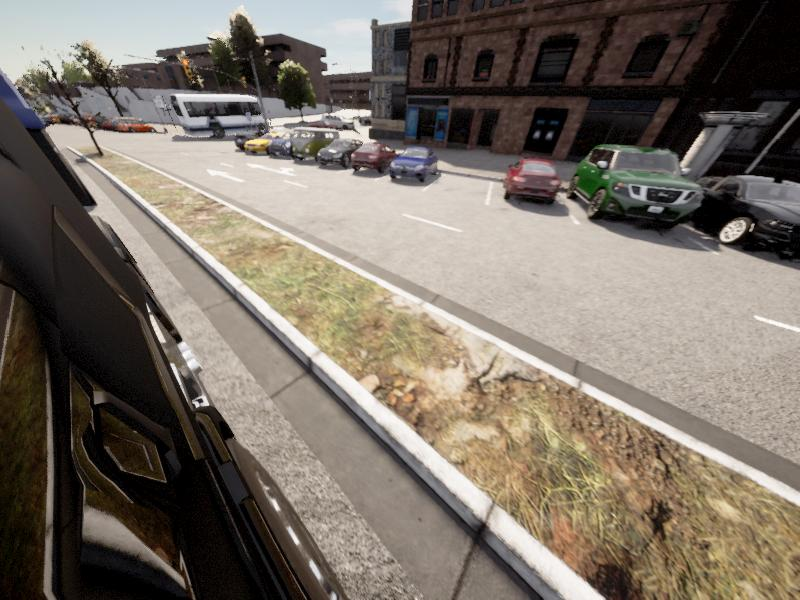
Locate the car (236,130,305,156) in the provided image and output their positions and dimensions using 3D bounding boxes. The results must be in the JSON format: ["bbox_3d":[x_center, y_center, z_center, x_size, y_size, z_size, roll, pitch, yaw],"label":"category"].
[{"bbox_3d":[-10.882,-13.630,20.003,1.946,1.575,5.366,13,37,12],"label":"car"}]

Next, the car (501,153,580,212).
[{"bbox_3d":[5.607,-5.248,9.907,2.002,1.452,4.674,14,37,14],"label":"car"}]

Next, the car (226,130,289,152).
[{"bbox_3d":[-13.076,-14.941,21.688,2.163,1.488,4.792,12,37,12],"label":"car"}]

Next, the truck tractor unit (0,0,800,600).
[{"bbox_3d":[-2.645,-0.295,0.352,6.516,4.208,3.053,28,44,30],"label":"truck tractor unit"}]

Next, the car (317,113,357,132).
[{"bbox_3d":[-10.233,-29.168,37.927,5.566,2.045,2.435,10,43,8],"label":"car"}]

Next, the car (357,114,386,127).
[{"bbox_3d":[-5.374,-34.042,43.813,4.892,1.521,2.231,10,43,8],"label":"car"}]

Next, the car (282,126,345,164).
[{"bbox_3d":[-6.096,-11.475,17.052,1.878,1.987,4.442,13,37,13],"label":"car"}]

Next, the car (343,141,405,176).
[{"bbox_3d":[-1.372,-8.916,14.375,2.002,1.452,4.674,13,37,14],"label":"car"}]

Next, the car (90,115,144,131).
[{"bbox_3d":[-51.509,-32.272,42.269,2.435,2.045,5.566,9,37,9],"label":"car"}]

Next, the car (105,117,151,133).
[{"bbox_3d":[-46.468,-30.065,39.695,1.878,1.987,4.442,10,37,8],"label":"car"}]

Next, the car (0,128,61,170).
[{"bbox_3d":[-18.982,-7.475,11.330,4.181,1.385,1.994,26,42,28],"label":"car"}]

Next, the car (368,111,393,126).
[{"bbox_3d":[-3.844,-35.908,45.574,4.442,1.987,1.878,10,43,8],"label":"car"}]

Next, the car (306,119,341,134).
[{"bbox_3d":[-11.894,-27.268,36.218,4.674,1.452,2.002,10,43,8],"label":"car"}]

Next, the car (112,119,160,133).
[{"bbox_3d":[-43.937,-28.968,38.567,2.185,1.767,4.553,10,37,9],"label":"car"}]

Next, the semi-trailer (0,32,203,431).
[{"bbox_3d":[-8.762,-3.554,4.172,14.254,4.402,2.717,27,43,29],"label":"semi-trailer"}]

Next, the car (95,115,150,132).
[{"bbox_3d":[-48.977,-31.189,40.989,2.435,2.045,5.566,10,37,8],"label":"car"}]

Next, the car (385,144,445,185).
[{"bbox_3d":[0.973,-7.702,12.899,2.002,1.452,4.674,14,37,14],"label":"car"}]

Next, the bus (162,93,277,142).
[{"bbox_3d":[-22.632,-23.925,30.098,3.944,4.253,10.273,30,49,27],"label":"bus"}]

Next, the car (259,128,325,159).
[{"bbox_3d":[-8.427,-12.666,18.669,2.185,1.767,4.553,13,37,13],"label":"car"}]

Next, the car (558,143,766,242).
[{"bbox_3d":[7.925,-4.228,8.201,2.435,2.045,5.566,15,37,14],"label":"car"}]

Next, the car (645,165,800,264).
[{"bbox_3d":[10.214,-2.796,6.851,2.097,1.535,5.008,15,37,15],"label":"car"}]

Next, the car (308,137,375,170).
[{"bbox_3d":[-3.709,-10.159,15.825,2.231,1.521,4.892,14,37,13],"label":"car"}]
